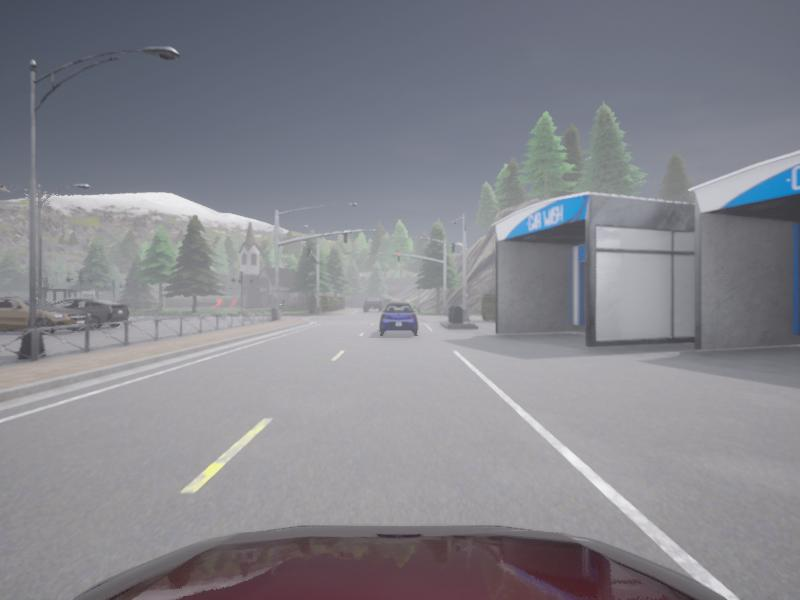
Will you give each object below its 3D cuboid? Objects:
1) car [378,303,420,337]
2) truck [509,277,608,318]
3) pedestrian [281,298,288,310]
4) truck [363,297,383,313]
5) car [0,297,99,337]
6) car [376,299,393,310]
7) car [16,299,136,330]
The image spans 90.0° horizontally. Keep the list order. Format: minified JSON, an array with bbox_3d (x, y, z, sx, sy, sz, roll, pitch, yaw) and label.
[{"bbox_3d":[-0.060,0.881,19.545,1.816,1.474,4.193,0,0,0],"label":"car"},{"bbox_3d":[15.264,-0.267,38.954,8.468,3.827,2.891,0,0,-1],"label":"truck"},{"bbox_3d":[-17.828,0.568,61.572,0.751,1.860,0.751,0,0,45],"label":"pedestrian"},{"bbox_3d":[-3.699,0.617,55.740,2.390,2.098,6.274,0,0,-1],"label":"truck"},{"bbox_3d":[-16.491,0.698,17.512,5.027,1.636,2.152,0,0,-1],"label":"car"},{"bbox_3d":[-2.819,0.753,71.952,1.905,1.878,3.866,0,0,-20],"label":"car"},{"bbox_3d":[-16.570,0.711,20.648,4.514,1.523,2.007,0,0,-1],"label":"car"}]
